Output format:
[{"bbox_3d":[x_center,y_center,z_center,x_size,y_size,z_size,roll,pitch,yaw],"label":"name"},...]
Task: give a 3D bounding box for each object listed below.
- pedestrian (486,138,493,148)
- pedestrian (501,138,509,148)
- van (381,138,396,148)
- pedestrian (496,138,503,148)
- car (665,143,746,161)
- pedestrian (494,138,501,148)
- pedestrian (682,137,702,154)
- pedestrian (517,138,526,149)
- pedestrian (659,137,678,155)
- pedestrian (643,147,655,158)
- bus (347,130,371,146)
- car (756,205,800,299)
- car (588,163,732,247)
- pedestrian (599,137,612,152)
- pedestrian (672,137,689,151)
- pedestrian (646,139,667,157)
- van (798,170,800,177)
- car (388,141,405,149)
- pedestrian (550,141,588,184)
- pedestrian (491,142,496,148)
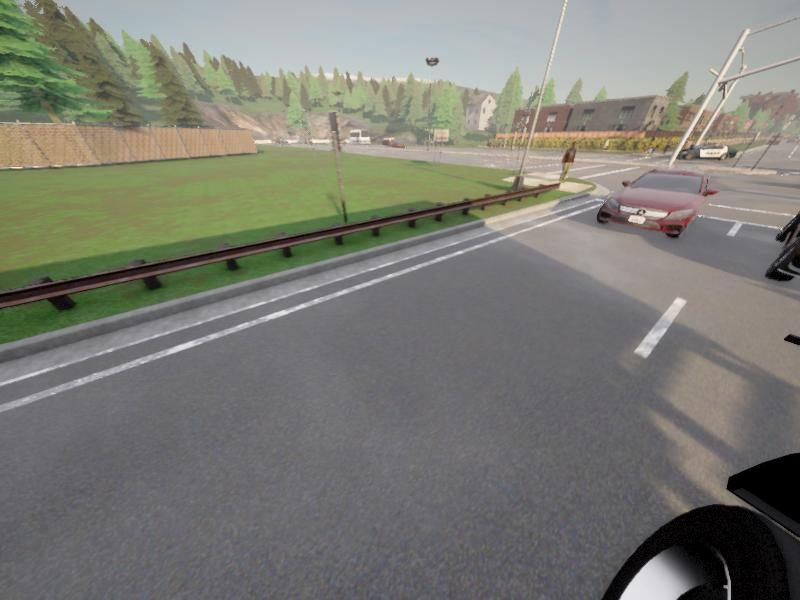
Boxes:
[{"bbox_3d":[20.029,-35.108,51.540,0.751,1.860,0.751,-7,36,-9],"label":"pedestrian"},{"bbox_3d":[22.258,-33.341,49.019,0.751,1.860,0.751,-26,42,-31],"label":"pedestrian"},{"bbox_3d":[-3.102,-41.960,61.595,2.069,2.038,4.480,-22,40,-27],"label":"van"},{"bbox_3d":[21.557,-34.034,50.006,0.751,1.860,0.751,-25,42,-30],"label":"pedestrian"},{"bbox_3d":[33.207,-16.277,25.345,4.974,1.542,2.038,7,36,10],"label":"car"},{"bbox_3d":[21.154,-34.065,50.053,0.751,1.860,0.751,-21,40,-27],"label":"pedestrian"},{"bbox_3d":[38.388,-20.267,30.361,0.751,1.860,0.751,22,41,29],"label":"pedestrian"},{"bbox_3d":[24.475,-31.575,46.498,0.751,1.860,0.751,-22,41,-28],"label":"pedestrian"},{"bbox_3d":[33.932,-19.482,29.234,0.751,1.860,0.751,-22,41,-28],"label":"pedestrian"},{"bbox_3d":[30.421,-18.070,28.240,0.500,1.100,0.500,-22,41,-28],"label":"pedestrian"},{"bbox_3d":[-14.184,-55.930,79.565,3.944,4.253,10.273,-20,40,-25],"label":"bus"},{"bbox_3d":[9.146,-1.240,4.174,5.027,1.651,2.152,-22,41,-28],"label":"car"},{"bbox_3d":[7.964,-3.133,7.020,4.674,1.442,1.812,-25,42,-30],"label":"car"},{"bbox_3d":[32.711,-24.760,36.774,0.751,1.860,0.751,-22,41,-28],"label":"pedestrian"},{"bbox_3d":[45.541,-25.390,37.556,0.751,1.860,0.751,-12,37,-16],"label":"pedestrian"},{"bbox_3d":[31.552,-18.686,28.444,0.751,1.860,0.751,-12,37,-16],"label":"pedestrian"},{"bbox_3d":[28.496,-9.271,15.067,4.442,1.987,1.775,-22,41,-28],"label":"van"},{"bbox_3d":[-0.774,-36.152,53.931,1.994,1.385,4.181,-22,40,-27],"label":"car"},{"bbox_3d":[8.677,-7.082,11.941,0.751,1.860,0.751,-1,35,0],"label":"pedestrian"},{"bbox_3d":[20.615,-34.293,51.039,0.500,1.100,0.500,-18,39,-24],"label":"pedestrian"}]
